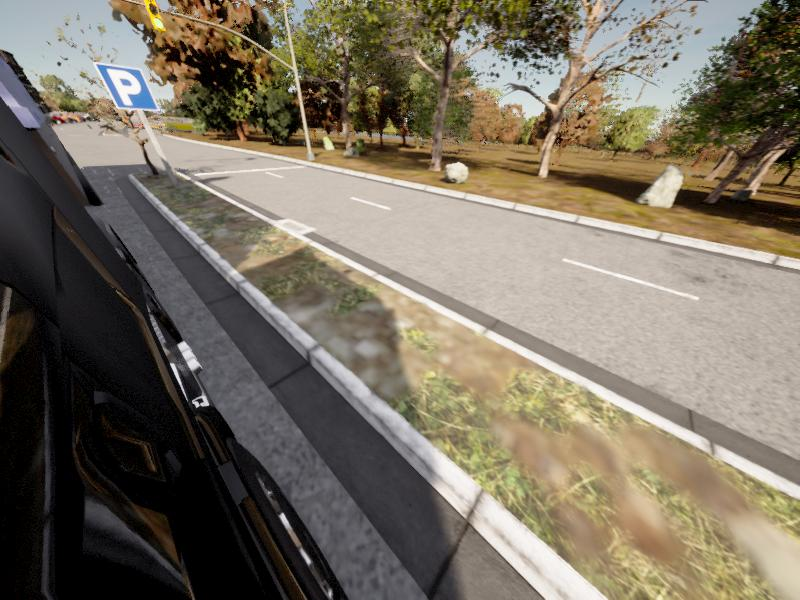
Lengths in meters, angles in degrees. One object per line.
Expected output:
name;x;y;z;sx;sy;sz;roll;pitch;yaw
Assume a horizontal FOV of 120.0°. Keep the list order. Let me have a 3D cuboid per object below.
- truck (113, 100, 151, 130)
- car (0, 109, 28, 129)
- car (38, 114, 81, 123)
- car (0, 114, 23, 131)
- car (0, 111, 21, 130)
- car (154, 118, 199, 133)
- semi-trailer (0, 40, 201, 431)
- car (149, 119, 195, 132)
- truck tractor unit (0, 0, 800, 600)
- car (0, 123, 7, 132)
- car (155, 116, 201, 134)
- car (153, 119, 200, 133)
truck;-48.040;-33.165;41.598;2.891;3.827;8.468;-27;46;-33
car;-50.767;-22.364;28.492;1.878;1.987;4.442;18;40;20
car;-76.358;-40.704;51.875;2.097;1.535;5.008;21;41;24
car;-46.612;-19.466;25.234;1.946;1.575;5.366;18;40;20
car;-48.777;-20.823;26.720;2.185;1.767;4.553;18;40;20
car;-36.478;-28.615;37.933;2.185;1.767;4.553;19;39;20
semi-trailer;-8.708;-3.583;4.239;14.254;4.402;2.717;28;43;30
car;-40.561;-31.162;41.291;1.946;1.575;5.366;20;39;20
truck tractor unit;-2.645;-0.295;0.351;6.516;4.208;3.053;28;44;30
car;-44.774;-17.916;23.340;2.163;1.488;4.792;18;40;19
car;-34.481;-27.300;36.128;1.878;1.987;4.442;19;39;20
car;-38.395;-29.986;39.859;1.946;1.575;5.366;19;39;21
